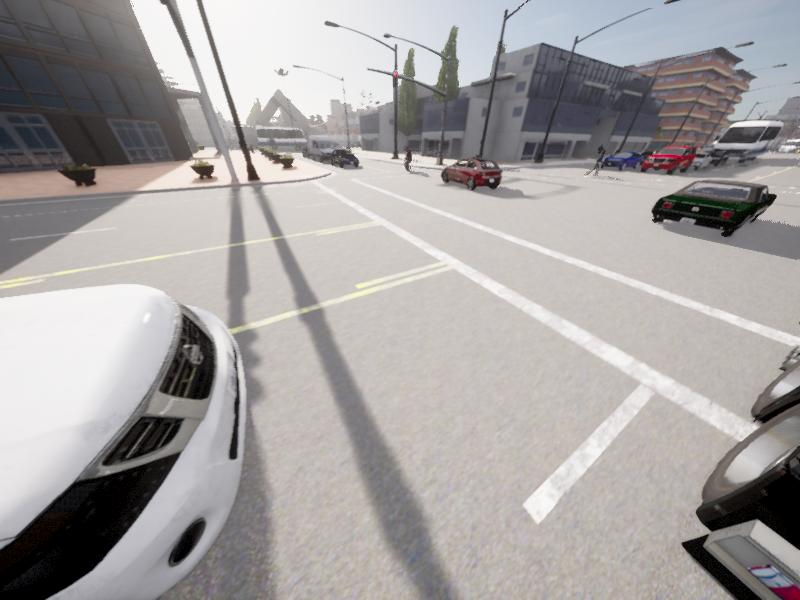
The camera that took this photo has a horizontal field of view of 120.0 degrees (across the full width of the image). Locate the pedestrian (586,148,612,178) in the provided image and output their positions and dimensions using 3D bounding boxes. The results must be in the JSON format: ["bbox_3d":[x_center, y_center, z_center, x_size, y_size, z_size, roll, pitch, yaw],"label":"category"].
[{"bbox_3d":[15.056,-10.383,17.532,0.751,1.860,0.751,19,39,24],"label":"pedestrian"}]

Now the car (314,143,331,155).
[{"bbox_3d":[-13.737,-26.766,40.819,1.930,1.638,5.238,-14,37,-20],"label":"car"}]

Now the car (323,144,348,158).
[{"bbox_3d":[-9.600,-22.092,34.155,1.930,1.638,5.238,-18,39,-25],"label":"car"}]

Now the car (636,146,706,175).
[{"bbox_3d":[24.468,-12.698,20.870,5.566,2.045,2.150,-18,39,-25],"label":"car"}]

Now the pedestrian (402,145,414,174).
[{"bbox_3d":[0.622,-11.155,18.349,0.751,1.860,0.751,-7,35,-11],"label":"pedestrian"}]

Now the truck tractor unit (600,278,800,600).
[{"bbox_3d":[5.134,-0.277,0.750,6.516,4.208,3.053,-17,38,-23],"label":"truck tractor unit"}]

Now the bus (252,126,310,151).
[{"bbox_3d":[-25.693,-35.550,50.955,10.273,4.253,3.944,-10,36,-15],"label":"bus"}]

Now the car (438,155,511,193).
[{"bbox_3d":[4.109,-7.530,13.593,1.816,1.474,4.193,-12,37,-17],"label":"car"}]

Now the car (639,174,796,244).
[{"bbox_3d":[10.466,-3.203,7.619,4.718,1.301,1.895,-18,39,-25],"label":"car"}]

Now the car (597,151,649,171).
[{"bbox_3d":[22.675,-14.221,23.485,5.008,1.535,1.882,-18,39,-25],"label":"car"}]

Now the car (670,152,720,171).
[{"bbox_3d":[30.769,-14.527,24.091,4.674,1.442,1.812,-19,39,-24],"label":"car"}]

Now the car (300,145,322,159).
[{"bbox_3d":[-12.542,-20.905,32.475,1.845,1.501,3.633,-18,39,-25],"label":"car"}]

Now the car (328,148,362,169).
[{"bbox_3d":[-5.416,-13.837,22.467,1.816,1.474,4.193,-18,39,-25],"label":"car"}]

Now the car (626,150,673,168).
[{"bbox_3d":[28.275,-16.040,26.203,4.892,1.490,1.837,-19,39,-24],"label":"car"}]

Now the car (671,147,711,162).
[{"bbox_3d":[40.087,-20.091,31.802,5.008,1.535,1.882,-19,39,-24],"label":"car"}]

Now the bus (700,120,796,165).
[{"bbox_3d":[44.820,-20.420,29.831,10.273,4.253,3.944,-19,39,-24],"label":"bus"}]

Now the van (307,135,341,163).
[{"bbox_3d":[-9.136,-18.004,27.471,1.988,2.561,5.915,-18,39,-25],"label":"van"}]

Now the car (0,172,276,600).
[{"bbox_3d":[-3.746,1.152,0.516,5.566,2.045,2.150,-19,39,-24],"label":"car"}]
